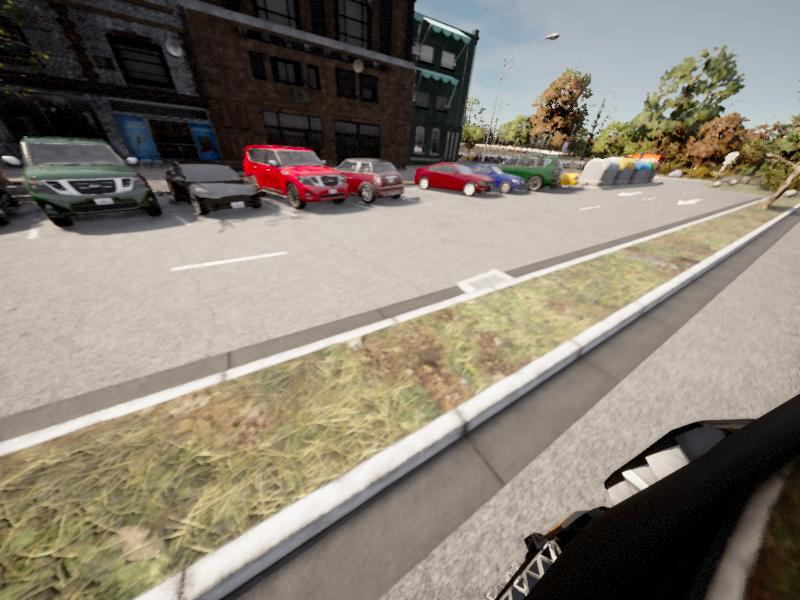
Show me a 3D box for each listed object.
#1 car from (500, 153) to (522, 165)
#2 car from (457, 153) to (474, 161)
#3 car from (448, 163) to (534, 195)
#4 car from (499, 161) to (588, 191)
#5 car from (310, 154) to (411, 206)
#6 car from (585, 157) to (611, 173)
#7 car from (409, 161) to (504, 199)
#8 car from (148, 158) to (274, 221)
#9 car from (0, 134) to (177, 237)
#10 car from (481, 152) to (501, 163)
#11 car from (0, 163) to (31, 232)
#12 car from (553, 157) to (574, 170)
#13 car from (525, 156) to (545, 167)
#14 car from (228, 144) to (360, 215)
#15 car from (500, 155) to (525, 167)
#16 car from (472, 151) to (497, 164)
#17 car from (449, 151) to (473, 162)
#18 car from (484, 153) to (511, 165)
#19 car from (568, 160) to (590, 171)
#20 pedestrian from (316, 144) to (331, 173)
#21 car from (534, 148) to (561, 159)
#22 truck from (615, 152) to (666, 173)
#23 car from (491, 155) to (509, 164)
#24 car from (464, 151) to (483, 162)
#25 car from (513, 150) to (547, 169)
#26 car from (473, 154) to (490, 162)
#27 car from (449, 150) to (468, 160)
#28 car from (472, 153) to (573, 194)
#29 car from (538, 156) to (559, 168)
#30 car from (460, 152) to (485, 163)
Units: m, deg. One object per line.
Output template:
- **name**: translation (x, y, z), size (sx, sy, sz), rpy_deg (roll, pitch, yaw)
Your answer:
- **car**: translation (25.678, -32.483, 53.274), size (2.435, 2.045, 5.566), rpy_deg (28, 39, 31)
- **car**: translation (18.178, -39.727, 64.141), size (1.946, 1.575, 5.366), rpy_deg (28, 39, 31)
- **car**: translation (5.828, -8.116, 15.284), size (4.674, 1.452, 2.002), rpy_deg (26, 39, 32)
- **car**: translation (10.925, -9.729, 17.958), size (5.366, 1.575, 1.946), rpy_deg (26, 40, 32)
- **car**: translation (-1.991, -6.004, 11.257), size (4.553, 1.767, 2.185), rpy_deg (26, 40, 32)
- **car**: translation (34.558, -23.497, 40.308), size (2.435, 2.045, 5.566), rpy_deg (27, 38, 32)
- **car**: translation (3.204, -7.402, 13.957), size (5.008, 1.535, 2.097), rpy_deg (26, 39, 32)
- **car**: translation (-7.200, -4.388, 8.735), size (4.792, 1.488, 2.163), rpy_deg (26, 39, 32)
- **car**: translation (-9.792, -3.878, 7.276), size (5.566, 2.045, 2.435), rpy_deg (26, 39, 32)
- **car**: translation (22.763, -35.510, 57.651), size (2.435, 2.045, 5.566), rpy_deg (27, 38, 31)
- **car**: translation (-12.402, -2.893, 6.117), size (4.792, 1.488, 2.163), rpy_deg (26, 39, 32)
- **car**: translation (31.565, -26.372, 44.670), size (2.185, 1.767, 4.553), rpy_deg (27, 38, 31)
- **car**: translation (28.651, -29.397, 49.045), size (2.185, 1.767, 4.553), rpy_deg (28, 39, 31)
- **car**: translation (-4.587, -5.371, 9.893), size (5.566, 2.045, 2.435), rpy_deg (26, 39, 32)
- **car**: translation (17.628, -21.754, 36.103), size (2.002, 1.452, 4.674), rpy_deg (27, 40, 31)
- **car**: translation (14.725, -24.822, 40.239), size (2.185, 1.767, 4.553), rpy_deg (27, 40, 32)
- **car**: translation (11.853, -27.664, 44.568), size (2.231, 1.521, 4.892), rpy_deg (27, 40, 32)
- **car**: translation (16.181, -23.255, 38.202), size (2.231, 1.521, 4.892), rpy_deg (27, 40, 32)
- **car**: translation (33.059, -24.774, 42.591), size (2.231, 1.521, 4.892), rpy_deg (28, 39, 31)
- **pedestrian**: translation (-6.047, -11.195, 18.284), size (0.751, 1.860, 0.751), rpy_deg (-17, 38, -29)
- **car**: translation (33.587, -33.411, 52.688), size (2.007, 1.525, 4.514), rpy_deg (-14, 41, -26)
- **truck**: translation (42.009, -24.124, 40.507), size (2.627, 2.467, 5.204), rpy_deg (-14, 41, -26)
- **car**: translation (24.177, -33.749, 55.591), size (2.163, 1.488, 4.792), rpy_deg (28, 39, 31)
- **car**: translation (19.766, -38.493, 61.947), size (2.435, 2.045, 5.566), rpy_deg (28, 39, 31)
- **car**: translation (19.076, -20.514, 33.800), size (2.435, 2.045, 5.566), rpy_deg (27, 40, 32)
- **car**: translation (21.231, -36.789, 59.933), size (2.231, 1.521, 4.892), rpy_deg (28, 38, 32)
- **car**: translation (16.857, -41.518, 66.323), size (2.435, 2.045, 5.566), rpy_deg (27, 38, 31)
- **car**: translation (8.428, -9.118, 16.436), size (5.566, 2.045, 2.435), rpy_deg (26, 40, 32)
- **car**: translation (30.134, -27.894, 46.876), size (2.185, 1.767, 4.553), rpy_deg (28, 39, 31)
- **car**: translation (13.411, -26.274, 42.572), size (1.946, 1.575, 5.366), rpy_deg (27, 40, 32)
